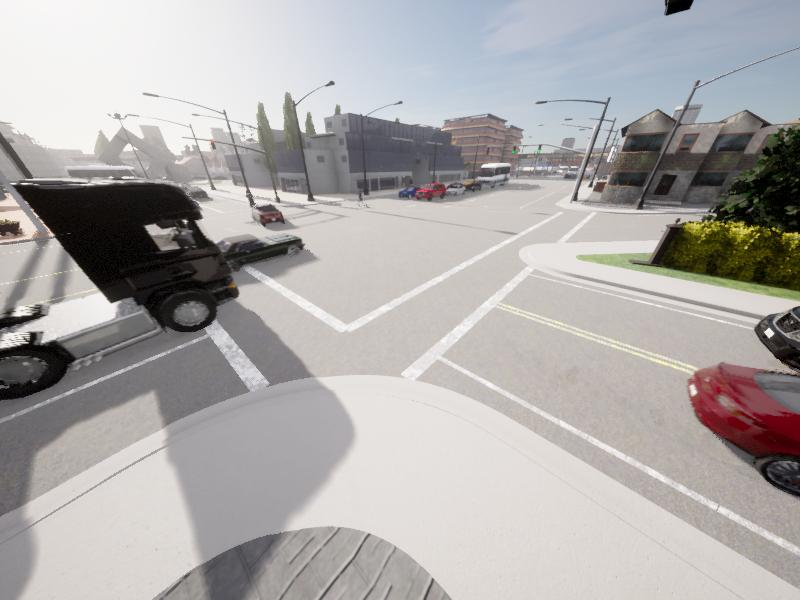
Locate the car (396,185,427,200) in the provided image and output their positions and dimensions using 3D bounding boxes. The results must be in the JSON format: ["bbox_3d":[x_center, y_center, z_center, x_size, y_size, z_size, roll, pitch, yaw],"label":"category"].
[{"bbox_3d":[1.789,-16.373,35.030,1.882,1.535,5.008,22,37,34],"label":"car"}]

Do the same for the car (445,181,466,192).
[{"bbox_3d":[10.656,-21.736,44.166,1.994,1.385,4.181,24,39,35],"label":"car"}]

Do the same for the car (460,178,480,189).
[{"bbox_3d":[14.715,-24.380,48.283,1.882,1.535,5.008,23,39,34],"label":"car"}]

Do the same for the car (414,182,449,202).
[{"bbox_3d":[4.495,-15.481,32.969,2.150,2.045,5.566,23,37,34],"label":"car"}]

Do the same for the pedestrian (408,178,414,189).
[{"bbox_3d":[2.142,-22.647,45.068,0.751,1.860,0.751,24,37,35],"label":"pedestrian"}]

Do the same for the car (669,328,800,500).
[{"bbox_3d":[7.198,2.284,2.910,4.674,1.442,1.812,24,38,35],"label":"car"}]

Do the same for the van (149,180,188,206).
[{"bbox_3d":[-29.986,-13.922,29.886,5.915,2.561,1.988,23,37,34],"label":"van"}]

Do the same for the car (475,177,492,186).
[{"bbox_3d":[19.038,-27.106,52.717,1.812,1.442,4.674,23,39,34],"label":"car"}]

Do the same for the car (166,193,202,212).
[{"bbox_3d":[-24.281,-11.043,25.962,4.193,1.474,1.816,23,37,34],"label":"car"}]

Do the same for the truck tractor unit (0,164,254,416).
[{"bbox_3d":[-8.085,-0.593,5.223,3.053,4.208,6.516,23,38,34],"label":"truck tractor unit"}]

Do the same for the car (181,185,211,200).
[{"bbox_3d":[-30.517,-16.051,34.470,5.238,1.638,1.930,23,37,34],"label":"car"}]

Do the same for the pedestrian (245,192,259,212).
[{"bbox_3d":[-15.628,-10.347,24.334,0.751,1.860,0.751,-17,34,-27],"label":"pedestrian"}]

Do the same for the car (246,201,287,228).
[{"bbox_3d":[-11.414,-7.406,19.700,1.816,1.474,4.193,-23,37,-34],"label":"car"}]

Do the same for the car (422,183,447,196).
[{"bbox_3d":[5.948,-18.877,39.331,1.837,1.490,4.892,22,38,34],"label":"car"}]

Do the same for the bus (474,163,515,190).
[{"bbox_3d":[19.641,-25.763,47.779,3.944,4.253,10.273,23,38,34],"label":"bus"}]

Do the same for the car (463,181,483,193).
[{"bbox_3d":[13.383,-20.697,42.256,1.816,1.474,4.193,23,38,34],"label":"car"}]

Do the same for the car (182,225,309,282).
[{"bbox_3d":[-7.307,-2.549,11.491,1.895,1.301,4.718,23,37,34],"label":"car"}]

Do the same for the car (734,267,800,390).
[{"bbox_3d":[11.035,1.388,3.860,5.566,2.045,2.150,23,37,34],"label":"car"}]

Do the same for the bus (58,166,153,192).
[{"bbox_3d":[-58.371,-24.512,46.511,10.273,4.253,3.944,-15,34,-24],"label":"bus"}]

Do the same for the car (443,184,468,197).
[{"bbox_3d":[9.175,-18.068,37.952,1.812,1.442,4.674,23,38,34],"label":"car"}]

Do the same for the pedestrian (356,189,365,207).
[{"bbox_3d":[-4.653,-12.021,27.220,0.751,1.860,0.751,5,30,9],"label":"pedestrian"}]
